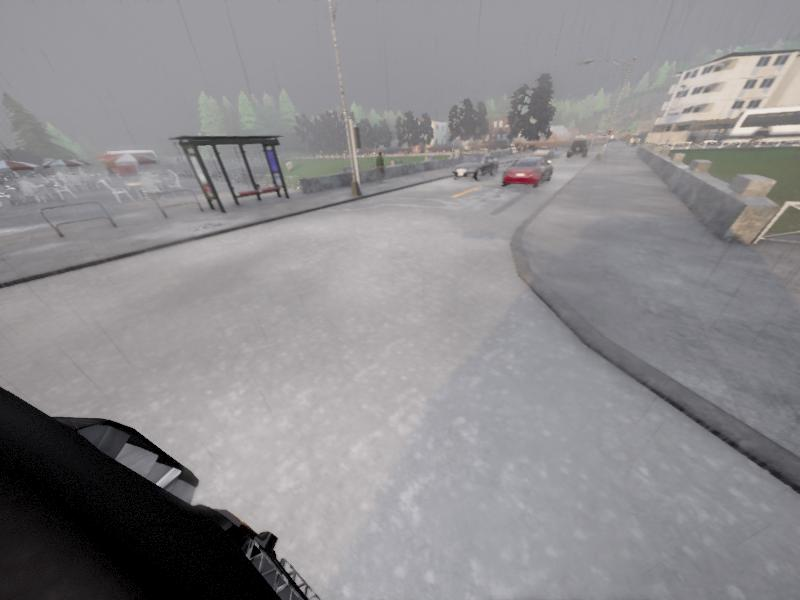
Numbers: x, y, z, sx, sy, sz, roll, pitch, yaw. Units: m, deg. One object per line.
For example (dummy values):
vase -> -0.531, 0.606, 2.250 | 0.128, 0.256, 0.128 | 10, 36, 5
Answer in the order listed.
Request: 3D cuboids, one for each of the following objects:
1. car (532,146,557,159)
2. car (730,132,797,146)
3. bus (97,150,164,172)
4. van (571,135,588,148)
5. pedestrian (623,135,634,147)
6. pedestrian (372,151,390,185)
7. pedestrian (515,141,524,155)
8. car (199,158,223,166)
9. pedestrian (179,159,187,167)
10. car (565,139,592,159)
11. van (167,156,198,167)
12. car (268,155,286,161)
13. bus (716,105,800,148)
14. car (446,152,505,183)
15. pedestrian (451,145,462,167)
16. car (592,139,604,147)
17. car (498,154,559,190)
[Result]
car -> 20.163, -20.677, 32.256 | 1.895, 1.301, 4.718 | 21, 41, 32
car -> 52.933, -23.589, 33.861 | 4.892, 1.490, 1.837 | 22, 41, 33
bus -> -69.458, -36.182, 59.967 | 3.944, 4.253, 10.273 | 21, 41, 32
van -> 46.521, -41.043, 59.747 | 2.351, 2.431, 6.366 | 21, 41, 32
pedestrian -> 45.274, -31.491, 45.765 | 0.751, 1.860, 0.751 | -26, 40, -31
pedestrian -> -1.250, -8.657, 15.146 | 0.751, 1.860, 0.751 | 11, 36, 20
pedestrian -> 20.353, -25.815, 39.220 | 0.751, 1.860, 0.751 | -30, 42, -34
car -> -56.493, -41.318, 69.021 | 2.033, 1.649, 4.856 | 21, 41, 32
pedestrian -> -57.248, -36.232, 61.012 | 0.751, 1.860, 0.751 | 22, 41, 32
car -> 22.441, -19.026, 29.057 | 1.905, 1.878, 3.866 | 21, 41, 32
van -> -63.145, -40.333, 67.221 | 1.988, 2.561, 5.915 | 21, 41, 32
car -> -43.895, -50.692, 82.388 | 2.152, 1.651, 5.027 | 21, 41, 32
bus -> 51.293, -22.864, 30.408 | 10.273, 4.253, 3.944 | 24, 42, 34
car -> 5.497, -9.625, 16.615 | 2.128, 1.511, 4.902 | 22, 41, 33
pedestrian -> 5.855, -14.915, 23.987 | 0.751, 1.860, 0.751 | 27, 44, 37
car -> 49.654, -39.401, 57.824 | 1.789, 1.549, 3.705 | 21, 40, 32
car -> 7.580, -7.597, 13.531 | 1.994, 1.385, 4.181 | 21, 41, 32
